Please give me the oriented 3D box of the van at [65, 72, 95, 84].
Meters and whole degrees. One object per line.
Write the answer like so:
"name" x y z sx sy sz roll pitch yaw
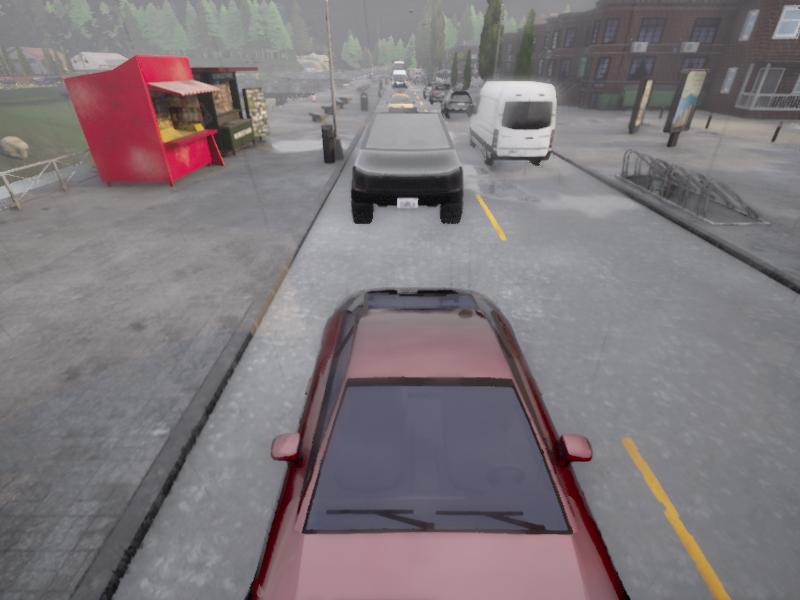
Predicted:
"van" -61.792 -42.907 77.359 1.775 1.987 4.442 0 30 0

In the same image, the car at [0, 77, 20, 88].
"car" -65.763 -35.994 66.126 1.970 1.475 3.806 0 30 0

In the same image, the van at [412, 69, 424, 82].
"van" 3.855 -49.400 88.060 2.351 2.431 6.366 0 30 0

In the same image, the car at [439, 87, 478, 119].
"car" 4.007 -13.952 28.251 2.033 1.649 4.856 0 31 0

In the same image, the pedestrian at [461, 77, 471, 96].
"pedestrian" 7.391 -23.900 44.777 0.751 1.860 0.751 -9 31 -14

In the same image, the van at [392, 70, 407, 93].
"van" -0.051 -29.623 54.097 1.988 2.561 5.915 0 30 0

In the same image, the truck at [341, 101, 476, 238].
"truck" 0.170 -3.756 10.347 2.390 2.098 6.274 0 30 0

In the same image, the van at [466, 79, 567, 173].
"van" 4.012 -6.824 15.158 1.988 2.561 5.915 0 30 1

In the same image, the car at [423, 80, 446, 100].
"car" 3.677 -22.937 43.570 2.242 1.667 4.611 1 30 2

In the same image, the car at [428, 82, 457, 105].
"car" 3.870 -19.361 37.455 2.242 1.667 4.611 1 30 1

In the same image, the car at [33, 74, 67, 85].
"car" -65.787 -41.517 75.318 2.033 1.649 4.856 0 30 0

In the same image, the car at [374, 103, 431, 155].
"car" 0.126 -7.569 17.447 2.128 1.511 4.902 0 30 0

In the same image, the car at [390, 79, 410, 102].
"car" -0.005 -21.052 40.138 1.932 1.855 4.605 0 30 0

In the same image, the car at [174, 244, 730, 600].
"car" 0.188 1.020 2.929 1.994 1.385 4.181 0 30 0

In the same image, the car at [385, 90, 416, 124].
"car" 0.041 -12.741 26.222 1.801 1.575 5.366 0 30 0

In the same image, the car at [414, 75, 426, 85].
"car" 3.880 -43.485 79.034 2.152 1.651 5.027 0 30 0
